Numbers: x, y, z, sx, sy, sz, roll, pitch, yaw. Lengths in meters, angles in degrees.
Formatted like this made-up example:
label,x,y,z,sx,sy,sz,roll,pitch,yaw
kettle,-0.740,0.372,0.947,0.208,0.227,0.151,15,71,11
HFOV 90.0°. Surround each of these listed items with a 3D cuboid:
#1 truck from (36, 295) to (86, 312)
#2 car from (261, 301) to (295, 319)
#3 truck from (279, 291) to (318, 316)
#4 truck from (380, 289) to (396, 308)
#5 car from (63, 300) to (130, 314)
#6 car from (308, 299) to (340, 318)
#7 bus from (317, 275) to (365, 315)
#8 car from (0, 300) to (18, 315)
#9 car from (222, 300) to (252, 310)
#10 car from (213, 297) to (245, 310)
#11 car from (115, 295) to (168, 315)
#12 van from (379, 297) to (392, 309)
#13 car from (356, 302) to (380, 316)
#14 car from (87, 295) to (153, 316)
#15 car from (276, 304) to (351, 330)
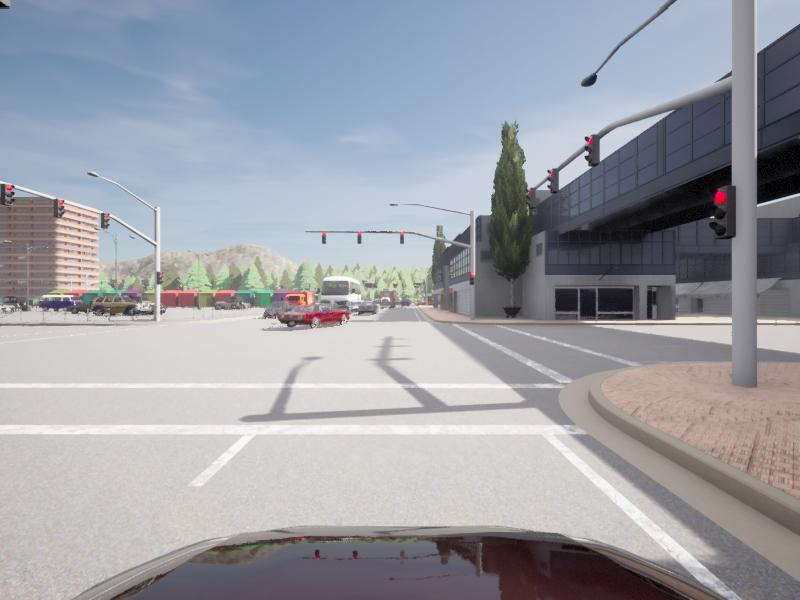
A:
label,x,y,z,sx,sy,sz,roll,pitch,yaw
truck,-42.378,0.402,50.062,4.478,2.038,2.069,0,0,0
car,-10.616,0.827,34.976,1.845,1.501,3.633,0,0,1
truck,-10.505,0.357,41.772,2.627,2.467,5.204,0,0,1
truck,-2.423,-0.325,82.354,2.891,3.827,8.468,0,0,2
car,-31.328,0.732,41.381,5.357,1.415,2.033,0,0,0
car,-7.093,0.780,37.843,2.152,1.651,5.027,0,0,0
bus,-6.733,-0.534,47.688,3.944,4.253,10.273,0,0,1
car,-42.354,0.739,41.382,3.806,1.475,1.970,0,0,0
car,-24.893,0.739,61.177,3.806,1.475,1.970,0,0,0
car,-24.907,0.499,58.282,3.866,1.878,1.905,0,0,0
car,-24.890,0.499,38.658,3.866,1.878,1.905,0,0,0
van,-2.579,0.573,72.970,2.069,2.038,4.480,0,0,2
car,-3.443,0.895,43.817,2.033,1.411,5.357,0,0,1
car,-24.947,0.497,35.764,4.605,1.855,1.932,0,0,0
car,-4.893,0.944,23.465,1.895,1.301,4.718,0,0,24
